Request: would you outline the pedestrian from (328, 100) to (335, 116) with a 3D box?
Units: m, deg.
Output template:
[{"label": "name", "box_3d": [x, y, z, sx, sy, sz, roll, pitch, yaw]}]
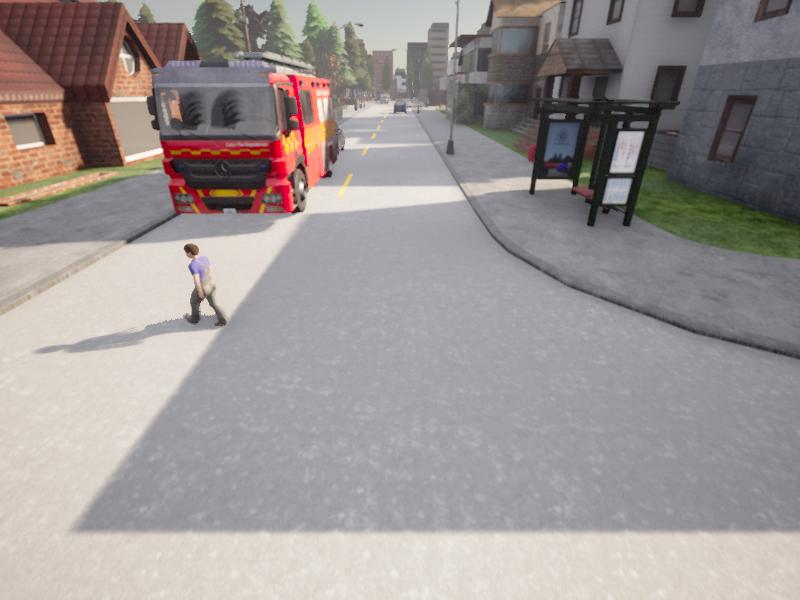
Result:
[{"label": "pedestrian", "box_3d": [-8.577, -24.060, 50.125, 0.751, 1.860, 0.751, -3, 28, -5]}]

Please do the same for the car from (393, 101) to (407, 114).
[{"label": "car", "box_3d": [0.003, -28.946, 60.086, 1.882, 1.535, 5.008, 0, 28, 0]}]

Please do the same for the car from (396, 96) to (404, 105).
[{"label": "car", "box_3d": [0.006, -52.237, 104.704, 1.932, 1.855, 4.605, 0, 28, 0]}]

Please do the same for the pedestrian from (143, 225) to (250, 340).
[{"label": "pedestrian", "box_3d": [-2.707, -0.252, 5.458, 0.751, 1.300, 0.751, 8, 29, 15]}]

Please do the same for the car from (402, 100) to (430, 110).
[{"label": "car", "box_3d": [3.046, -38.056, 78.183, 5.027, 1.651, 2.152, -11, 30, -20]}]

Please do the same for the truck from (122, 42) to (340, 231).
[{"label": "truck", "box_3d": [-4.006, -5.330, 12.491, 2.891, 3.827, 8.468, 0, 28, 0]}]

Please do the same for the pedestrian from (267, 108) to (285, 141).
[{"label": "pedestrian", "box_3d": [-7.938, -11.246, 25.639, 0.751, 1.860, 0.751, -2, 28, -4]}]

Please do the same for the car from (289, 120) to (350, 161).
[{"label": "car", "box_3d": [-4.000, -8.396, 20.845, 2.128, 1.511, 4.902, 0, 28, 0]}]
